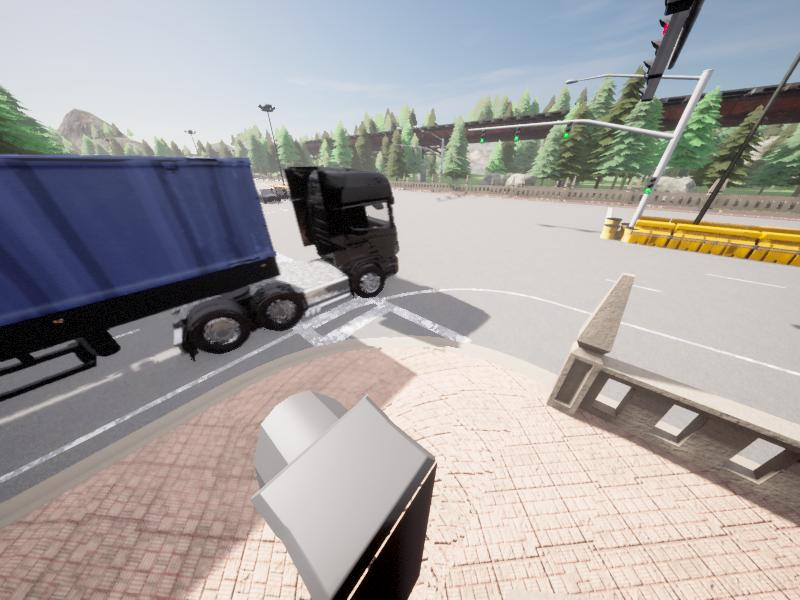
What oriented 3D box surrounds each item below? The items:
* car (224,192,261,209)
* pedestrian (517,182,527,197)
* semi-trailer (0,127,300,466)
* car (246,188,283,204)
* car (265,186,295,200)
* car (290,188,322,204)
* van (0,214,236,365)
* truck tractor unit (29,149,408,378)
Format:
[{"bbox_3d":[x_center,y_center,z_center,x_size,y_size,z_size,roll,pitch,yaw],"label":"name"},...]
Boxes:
[{"bbox_3d":[-18.176,-11.550,26.643,4.181,1.385,1.994,23,37,34],"label":"car"},{"bbox_3d":[17.644,-15.929,33.381,0.751,1.860,0.751,23,37,34],"label":"pedestrian"},{"bbox_3d":[-8.636,1.034,1.797,2.717,4.402,14.254,23,37,35],"label":"semi-trailer"},{"bbox_3d":[-17.896,-13.735,30.402,5.357,1.411,2.033,23,37,34],"label":"car"},{"bbox_3d":[-17.598,-15.756,33.927,4.181,1.385,1.994,21,36,32],"label":"car"},{"bbox_3d":[-12.344,-13.712,30.279,3.806,1.475,1.970,23,37,34],"label":"car"},{"bbox_3d":[-9.102,-0.585,6.591,2.351,2.431,6.366,22,37,33],"label":"van"},{"bbox_3d":[-3.231,-1.762,6.831,6.516,4.208,3.053,-23,37,-34],"label":"truck tractor unit"}]
